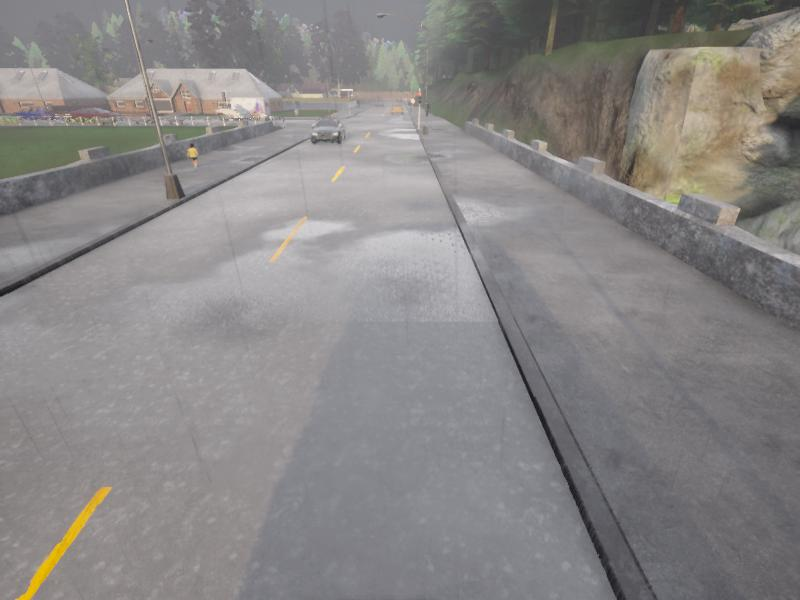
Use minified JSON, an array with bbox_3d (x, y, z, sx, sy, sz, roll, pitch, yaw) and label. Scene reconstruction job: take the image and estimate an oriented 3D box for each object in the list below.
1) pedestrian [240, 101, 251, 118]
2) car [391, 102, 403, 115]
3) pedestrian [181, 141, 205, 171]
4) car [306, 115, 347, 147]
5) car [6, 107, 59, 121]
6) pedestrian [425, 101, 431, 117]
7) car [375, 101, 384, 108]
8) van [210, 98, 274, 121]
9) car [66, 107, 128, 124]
[{"bbox_3d":[-19.972,-24.633,51.705,0.751,1.860,0.751,2,27,4],"label":"pedestrian"},{"bbox_3d":[-0.450,-30.260,63.173,1.801,1.575,5.366,0,27,-1],"label":"car"},{"bbox_3d":[-8.513,-5.935,16.486,0.500,1.100,0.500,-2,27,-3],"label":"pedestrian"},{"bbox_3d":[-4.793,-11.427,26.893,2.038,1.542,4.974,-1,28,-2],"label":"car"},{"bbox_3d":[-43.301,-21.945,47.174,4.193,1.474,1.816,1,27,1],"label":"car"},{"bbox_3d":[3.761,-25.417,53.258,0.751,1.860,0.751,0,27,0],"label":"pedestrian"},{"bbox_3d":[-4.638,-44.654,91.160,1.994,1.385,4.181,0,27,-1],"label":"car"},{"bbox_3d":[-18.501,-22.478,47.213,6.366,2.431,2.351,0,27,0],"label":"van"},{"bbox_3d":[-33.161,-20.238,43.831,5.008,1.535,1.882,1,27,1],"label":"car"}]
